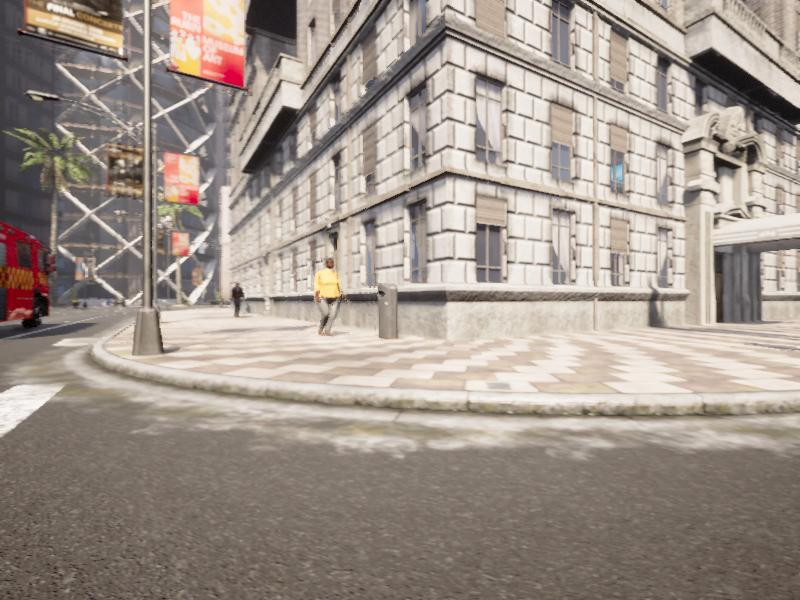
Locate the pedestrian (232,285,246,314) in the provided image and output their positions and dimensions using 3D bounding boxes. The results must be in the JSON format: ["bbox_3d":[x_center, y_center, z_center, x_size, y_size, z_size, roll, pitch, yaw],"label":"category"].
[{"bbox_3d":[-10.474,-0.037,26.028,0.751,1.860,0.751,0,0,-30],"label":"pedestrian"}]

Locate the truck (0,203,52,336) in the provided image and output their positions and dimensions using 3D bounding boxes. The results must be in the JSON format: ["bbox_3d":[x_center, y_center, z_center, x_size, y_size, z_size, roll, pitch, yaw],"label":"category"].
[{"bbox_3d":[-13.467,-0.870,12.058,2.891,3.827,8.468,0,0,-30],"label":"truck"}]

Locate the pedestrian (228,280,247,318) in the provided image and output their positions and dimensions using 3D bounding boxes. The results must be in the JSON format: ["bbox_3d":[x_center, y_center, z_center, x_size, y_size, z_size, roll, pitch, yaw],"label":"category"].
[{"bbox_3d":[-8.159,-0.054,20.064,0.751,1.860,0.751,0,0,-34],"label":"pedestrian"}]

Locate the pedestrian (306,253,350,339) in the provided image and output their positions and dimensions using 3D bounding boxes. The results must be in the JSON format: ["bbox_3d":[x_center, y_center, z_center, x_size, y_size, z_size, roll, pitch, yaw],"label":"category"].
[{"bbox_3d":[-1.662,-0.089,9.200,0.751,1.860,0.751,0,0,-37],"label":"pedestrian"}]
